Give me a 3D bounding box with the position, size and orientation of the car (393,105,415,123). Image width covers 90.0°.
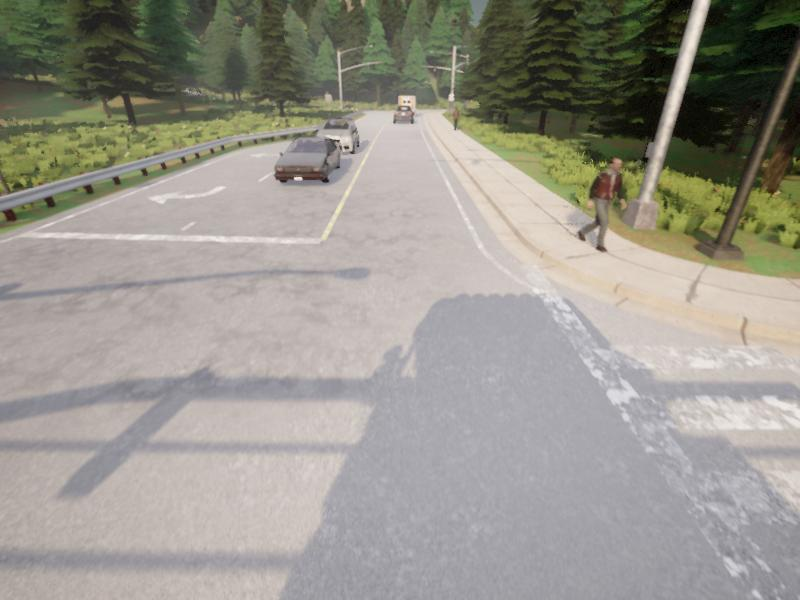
[{"bbox_3d":[0.450,-20.482,43.950,2.242,1.667,4.611,1,27,2],"label":"car"}]

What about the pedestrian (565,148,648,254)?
[{"bbox_3d":[3.983,-1.943,7.846,0.751,1.860,0.751,-9,29,-17],"label":"pedestrian"}]

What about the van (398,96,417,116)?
[{"bbox_3d":[1.132,-27.453,56.513,2.351,2.431,6.366,2,28,4],"label":"van"}]

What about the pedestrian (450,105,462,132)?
[{"bbox_3d":[4.437,-14.440,31.820,0.751,1.860,0.751,3,28,4],"label":"pedestrian"}]

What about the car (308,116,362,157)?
[{"bbox_3d":[-3.475,-9.228,22.319,2.242,1.667,4.611,0,28,0],"label":"car"}]

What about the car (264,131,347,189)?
[{"bbox_3d":[-3.491,-5.736,15.923,2.033,1.411,5.357,0,28,0],"label":"car"}]
